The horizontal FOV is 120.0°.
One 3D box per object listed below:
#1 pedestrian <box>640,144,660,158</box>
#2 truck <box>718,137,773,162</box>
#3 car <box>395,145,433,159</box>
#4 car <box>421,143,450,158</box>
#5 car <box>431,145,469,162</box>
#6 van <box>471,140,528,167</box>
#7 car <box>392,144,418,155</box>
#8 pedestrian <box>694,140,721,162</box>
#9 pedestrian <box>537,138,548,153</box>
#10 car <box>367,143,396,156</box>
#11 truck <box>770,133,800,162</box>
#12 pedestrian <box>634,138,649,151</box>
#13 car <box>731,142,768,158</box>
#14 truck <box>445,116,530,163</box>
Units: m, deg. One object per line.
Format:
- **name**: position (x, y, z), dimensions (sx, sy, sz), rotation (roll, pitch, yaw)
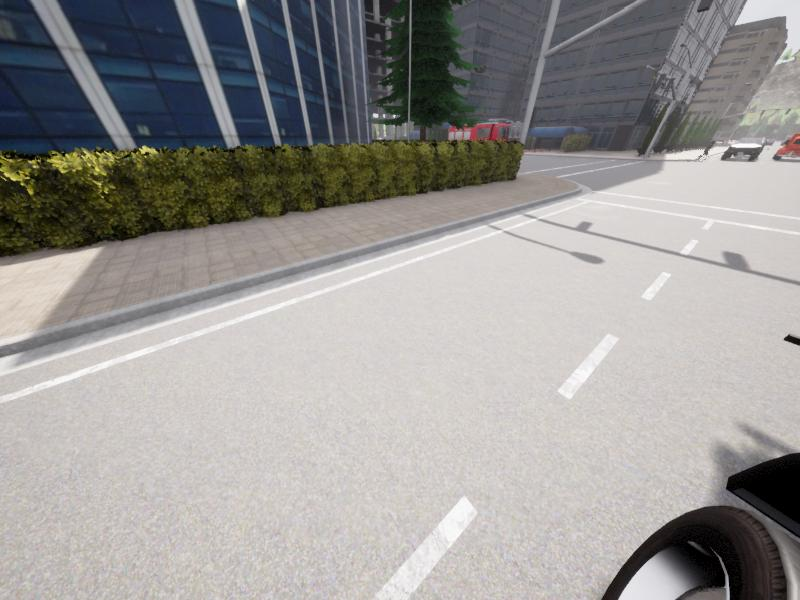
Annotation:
- **pedestrian**: position (28.739, -17.121, 26.574), dimensions (0.751, 1.300, 0.751), rotation (-8, 36, -10)
- **truck**: position (38.899, -17.021, 25.975), dimensions (6.274, 2.098, 2.390), rotation (-23, 41, -29)
- **car**: position (1.753, -19.805, 30.797), dimensions (2.033, 1.411, 5.357), rotation (-24, 41, -29)
- **car**: position (4.913, -20.807, 32.078), dimensions (1.845, 1.501, 3.633), rotation (-24, 41, -29)
- **car**: position (5.641, -16.883, 26.551), dimensions (1.970, 1.475, 3.806), rotation (-23, 41, -29)
- **van**: position (9.428, -14.207, 22.284), dimensions (1.775, 1.987, 4.442), rotation (-24, 41, -29)
- **car**: position (0.728, -23.921, 36.667), dimensions (1.994, 1.385, 4.181), rotation (-24, 42, -30)
- **pedestrian**: position (31.836, -15.414, 23.908), dimensions (0.751, 1.860, 0.751), rotation (-16, 38, -21)
- **pedestrian**: position (22.516, -24.464, 36.550), dimensions (0.751, 1.860, 0.751), rotation (-3, 35, -4)
- **car**: position (-2.887, -23.398, 35.804), dimensions (1.882, 1.535, 5.008), rotation (-24, 41, -29)
- **truck**: position (43.350, -16.564, 24.973), dimensions (5.204, 2.467, 2.627), rotation (-23, 41, -29)
- **pedestrian**: position (39.445, -25.423, 37.765), dimensions (0.751, 1.860, 0.751), rotation (-16, 38, -21)
- **car**: position (45.237, -19.484, 29.874), dimensions (5.366, 1.575, 1.801), rotation (-23, 41, -29)
- **truck**: position (9.457, -18.277, 26.464), dimensions (2.891, 3.827, 8.468), rotation (-24, 41, -29)
